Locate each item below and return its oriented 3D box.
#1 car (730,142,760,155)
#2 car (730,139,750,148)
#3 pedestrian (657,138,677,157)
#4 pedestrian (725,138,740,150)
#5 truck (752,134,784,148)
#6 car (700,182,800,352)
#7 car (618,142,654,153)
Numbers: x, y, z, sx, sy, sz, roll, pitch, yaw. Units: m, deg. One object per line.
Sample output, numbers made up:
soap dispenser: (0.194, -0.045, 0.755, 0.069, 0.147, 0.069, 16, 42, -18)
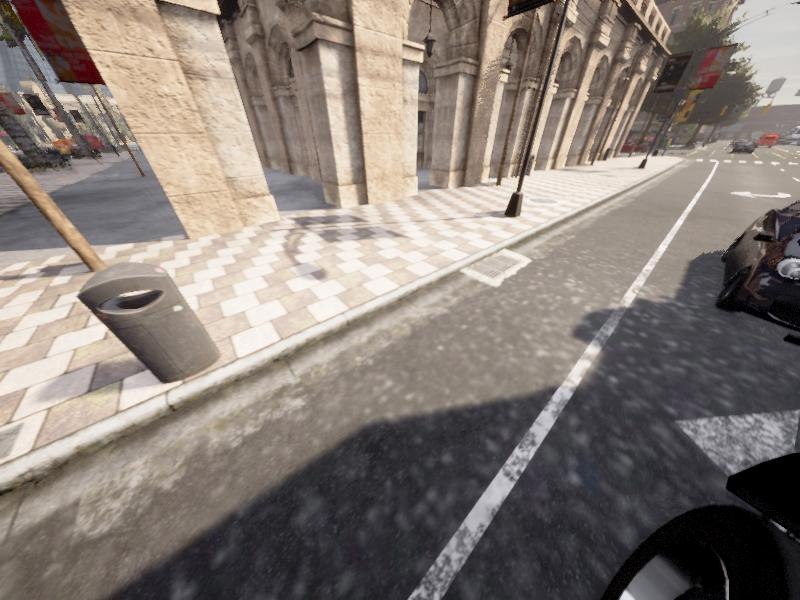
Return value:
car: (50.894, -22.455, 34.173, 4.181, 1.385, 1.994, -26, 42, -32)
car: (77.604, -35.740, 52.772, 4.902, 1.511, 2.128, -26, 42, -32)
pedestrian: (32.008, -18.282, 27.738, 0.751, 1.860, 0.751, -25, 42, -30)
pedestrian: (60.545, -28.409, 42.108, 0.751, 1.860, 0.751, -24, 41, -30)
truck: (79.469, -34.450, 50.004, 5.204, 2.467, 2.627, -26, 42, -32)
car: (6.482, -0.609, 3.400, 3.633, 1.501, 1.845, -26, 42, -31)
car: (38.567, -25.002, 37.851, 1.845, 1.501, 3.633, -26, 42, -32)
